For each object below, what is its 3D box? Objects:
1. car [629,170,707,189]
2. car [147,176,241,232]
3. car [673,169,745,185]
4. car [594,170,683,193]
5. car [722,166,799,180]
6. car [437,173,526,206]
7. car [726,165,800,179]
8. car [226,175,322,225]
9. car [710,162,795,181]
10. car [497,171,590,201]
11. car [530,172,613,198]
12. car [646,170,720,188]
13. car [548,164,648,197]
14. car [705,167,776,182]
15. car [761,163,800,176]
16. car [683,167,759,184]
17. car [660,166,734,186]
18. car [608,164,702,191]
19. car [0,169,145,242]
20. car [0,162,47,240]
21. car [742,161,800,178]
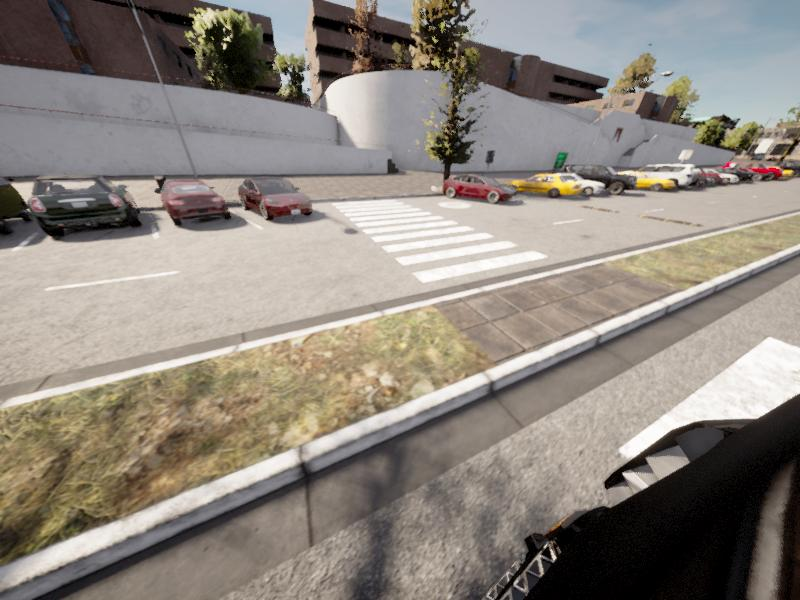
[{"bbox_3d":[26.915,-12.305,23.444,2.163,1.488,4.792,-27,40,-36],"label":"car"},{"bbox_3d":[-8.653,-4.191,9.593,2.002,1.452,4.674,-27,40,-37],"label":"car"},{"bbox_3d":[35.153,-14.234,26.583,2.002,1.452,4.674,-27,40,-37],"label":"car"},{"bbox_3d":[21.591,-10.979,21.192,1.946,1.575,5.366,-26,40,-37],"label":"car"},{"bbox_3d":[48.970,-17.477,31.663,1.946,1.575,5.366,-27,40,-37],"label":"car"},{"bbox_3d":[5.055,-7.271,14.919,2.163,1.488,4.792,-26,40,-37],"label":"car"},{"bbox_3d":[51.440,-18.261,32.934,1.946,1.575,5.366,-27,40,-36],"label":"car"},{"bbox_3d":[-5.892,-4.809,10.646,2.163,1.488,4.792,-26,40,-37],"label":"car"},{"bbox_3d":[46.123,-17.094,30.590,2.435,2.045,5.566,-27,40,-37],"label":"car"},{"bbox_3d":[10.375,-8.608,17.163,1.946,1.575,5.366,-27,40,-37],"label":"car"},{"bbox_3d":[13.245,-9.128,18.145,2.002,1.452,4.674,-26,40,-37],"label":"car"},{"bbox_3d":[29.682,-12.932,24.492,2.002,1.452,4.674,-26,40,-37],"label":"car"},{"bbox_3d":[16.012,-9.988,19.043,2.435,2.045,5.566,-26,40,-37],"label":"car"},{"bbox_3d":[43.387,-16.199,29.689,2.163,1.488,4.792,-27,40,-37],"label":"car"},{"bbox_3d":[62.537,-20.870,36.934,2.185,1.767,4.553,-27,40,-36],"label":"car"},{"bbox_3d":[37.893,-14.917,27.598,2.097,1.535,5.008,-27,40,-36],"label":"car"},{"bbox_3d":[32.396,-13.735,25.469,2.185,1.767,4.553,-27,40,-37],"label":"car"},{"bbox_3d":[24.180,-11.905,22.247,2.435,2.045,5.566,-27,40,-37],"label":"car"},{"bbox_3d":[-11.351,-3.712,8.431,2.185,1.767,4.553,-27,40,-37],"label":"car"},{"bbox_3d":[-14.174,-3.241,7.407,1.878,1.987,4.442,-27,40,-37],"label":"car"},{"bbox_3d":[57.018,-19.711,34.802,2.435,2.045,5.566,-27,40,-36],"label":"car"}]
